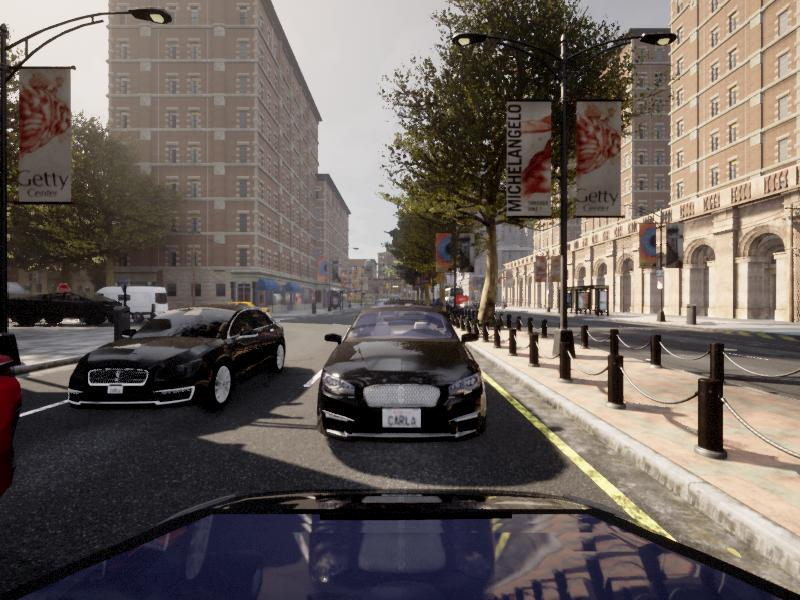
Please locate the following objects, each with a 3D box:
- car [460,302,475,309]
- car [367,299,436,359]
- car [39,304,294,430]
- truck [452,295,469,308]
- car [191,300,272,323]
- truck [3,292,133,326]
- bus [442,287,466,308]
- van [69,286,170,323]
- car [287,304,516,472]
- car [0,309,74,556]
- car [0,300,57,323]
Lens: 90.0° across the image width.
[{"bbox_3d":[11.736,0.942,70.013,1.895,1.301,4.718,0,0,0],"label":"car"},{"bbox_3d":[0.043,0.788,12.806,1.851,1.617,3.988,0,0,0],"label":"car"},{"bbox_3d":[-3.503,0.845,7.333,1.837,1.490,4.892,0,0,0],"label":"car"},{"bbox_3d":[11.763,0.355,78.047,2.627,2.467,5.204,0,0,0],"label":"truck"},{"bbox_3d":[-12.341,0.801,29.645,5.366,1.575,1.801,0,0,-19],"label":"car"},{"bbox_3d":[-20.892,0.542,25.433,6.274,2.098,2.390,0,0,-1],"label":"truck"},{"bbox_3d":[11.676,-0.538,88.180,3.944,4.253,10.273,0,0,0],"label":"bus"},{"bbox_3d":[-20.213,0.322,29.025,5.915,2.561,1.988,0,0,-2],"label":"van"},{"bbox_3d":[0.023,0.836,6.166,2.128,1.511,4.902,0,0,0],"label":"car"},{"bbox_3d":[-3.495,0.828,0.791,2.007,1.525,4.514,0,0,0],"label":"car"},{"bbox_3d":[-28.277,0.801,28.894,5.366,1.575,1.801,0,0,-1],"label":"car"}]
